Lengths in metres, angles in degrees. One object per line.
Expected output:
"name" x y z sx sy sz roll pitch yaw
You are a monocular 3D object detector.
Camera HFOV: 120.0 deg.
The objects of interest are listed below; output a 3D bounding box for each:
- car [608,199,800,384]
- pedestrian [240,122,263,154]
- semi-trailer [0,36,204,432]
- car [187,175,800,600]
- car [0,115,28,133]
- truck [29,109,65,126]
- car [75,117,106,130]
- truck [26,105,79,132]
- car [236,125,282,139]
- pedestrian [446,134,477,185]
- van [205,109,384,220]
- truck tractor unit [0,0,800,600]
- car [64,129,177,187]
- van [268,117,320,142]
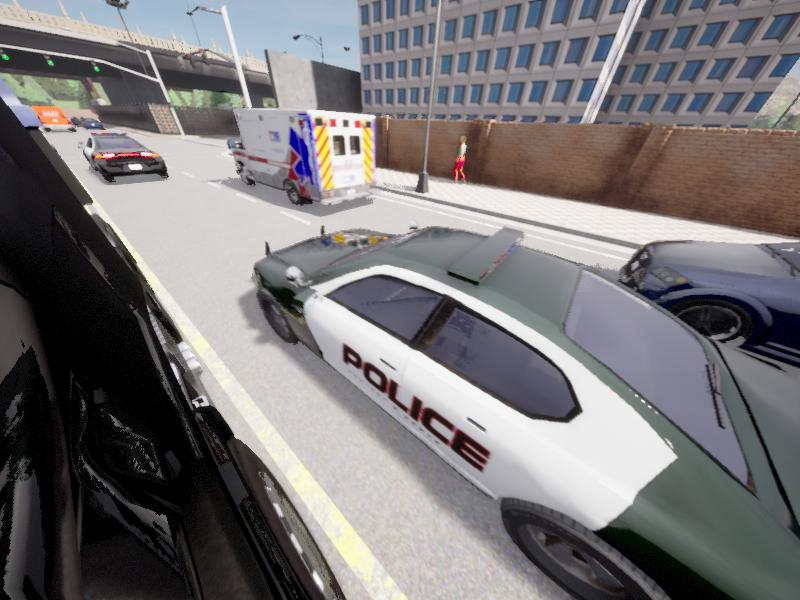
"car" 5.497 0.081 2.784 4.181 1.385 1.994 27 43 29
"pedestrian" -10.745 -11.738 16.743 0.751 1.860 0.751 -23 44 -30
"semi-trailer" -8.808 -3.541 4.097 14.254 4.402 2.717 27 44 28
"car" 0.325 0.060 2.334 4.974 1.542 2.038 27 43 29
"car" -43.679 -19.686 25.767 4.674 1.442 1.812 27 43 28
"truck" -58.925 -30.448 38.537 6.274 2.098 2.390 27 43 29
"car" -46.228 -26.345 34.535 4.181 1.385 1.994 27 43 29
"truck" -43.671 -22.800 29.074 5.204 2.467 2.627 27 43 28
"car" -19.169 -23.001 31.699 1.837 1.490 4.892 27 43 29
"pedestrian" 2.719 -6.262 10.348 0.751 1.860 0.751 28 43 29
"van" -3.738 -5.072 8.149 6.366 2.431 2.351 27 43 29
"truck tractor unit" -2.645 -0.295 0.351 6.516 4.208 3.053 28 44 30
"car" -11.980 -6.227 9.883 4.974 1.542 2.038 27 43 29
"van" -14.338 -23.521 31.834 1.988 2.561 5.915 27 44 29
